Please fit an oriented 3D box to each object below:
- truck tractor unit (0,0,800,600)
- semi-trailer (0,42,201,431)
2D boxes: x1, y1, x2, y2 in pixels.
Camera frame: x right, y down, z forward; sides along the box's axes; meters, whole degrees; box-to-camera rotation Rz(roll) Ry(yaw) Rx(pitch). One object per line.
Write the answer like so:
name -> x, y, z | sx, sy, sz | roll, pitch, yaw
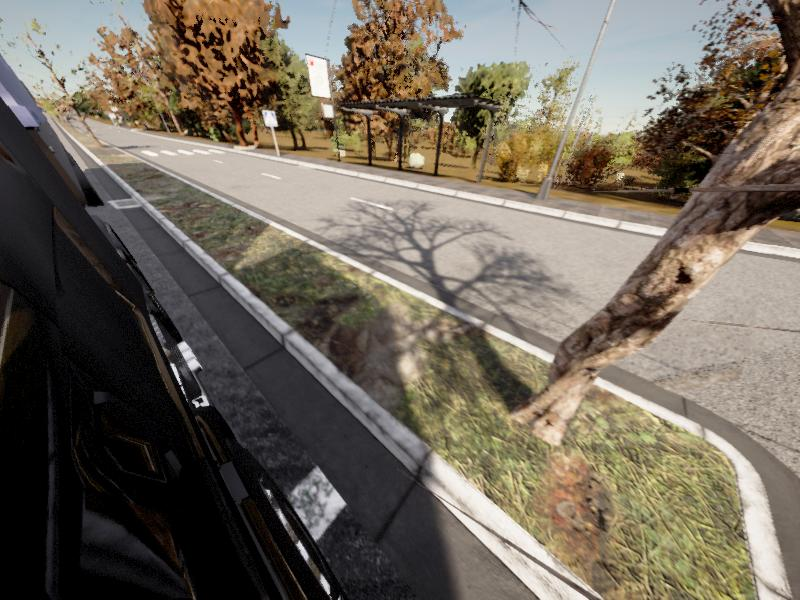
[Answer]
truck tractor unit -> -2.645, -0.295, 0.352 | 6.516, 4.208, 3.053 | 28, 44, 30
semi-trailer -> -8.706, -3.573, 4.259 | 14.254, 4.402, 2.717 | 28, 43, 30
